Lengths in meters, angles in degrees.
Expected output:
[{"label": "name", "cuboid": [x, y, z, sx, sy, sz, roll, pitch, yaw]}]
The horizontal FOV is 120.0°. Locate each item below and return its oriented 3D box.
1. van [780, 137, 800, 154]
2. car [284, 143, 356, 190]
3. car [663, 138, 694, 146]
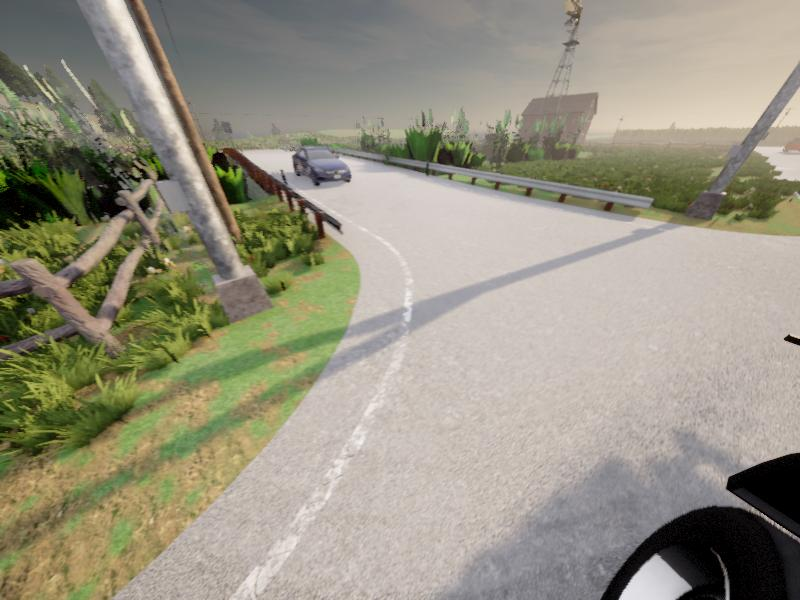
[{"label": "van", "cuboid": [60.079, -23.390, 34.860, 4.442, 1.987, 1.775, -27, 43, -33]}, {"label": "car", "cuboid": [-4.307, -7.149, 12.107, 1.812, 1.442, 4.674, -23, 44, -29]}, {"label": "car", "cuboid": [73.485, -41.810, 61.076, 2.038, 1.542, 4.974, -27, 43, -33]}]
